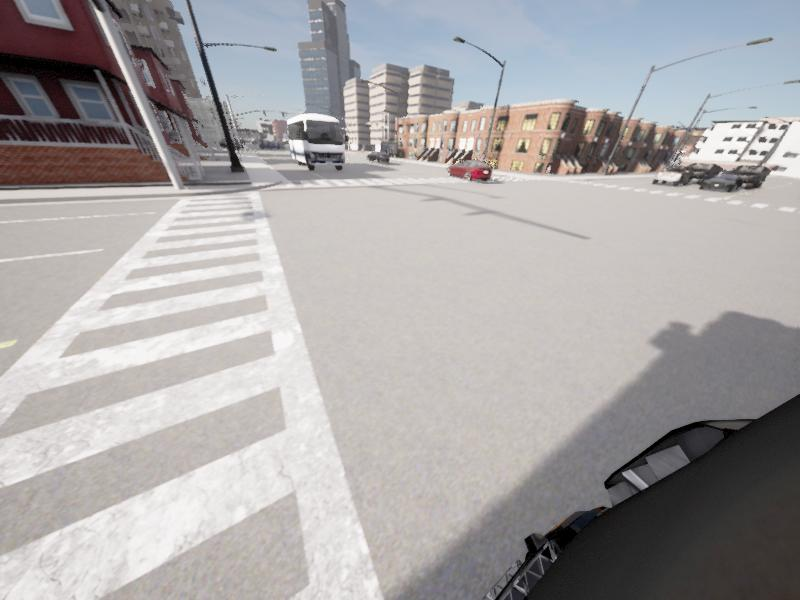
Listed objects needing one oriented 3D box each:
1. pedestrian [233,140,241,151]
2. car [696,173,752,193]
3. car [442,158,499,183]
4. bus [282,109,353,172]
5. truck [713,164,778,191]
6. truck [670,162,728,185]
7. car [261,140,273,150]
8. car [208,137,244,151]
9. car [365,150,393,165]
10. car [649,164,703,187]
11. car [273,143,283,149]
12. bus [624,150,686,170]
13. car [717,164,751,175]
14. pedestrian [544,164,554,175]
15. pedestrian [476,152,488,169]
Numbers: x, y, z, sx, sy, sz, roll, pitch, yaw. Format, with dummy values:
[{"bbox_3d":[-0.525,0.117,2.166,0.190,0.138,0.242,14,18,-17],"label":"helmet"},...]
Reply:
[{"bbox_3d":[-32.075,-30.366,45.462,0.751,1.860,0.751,-12,36,-22],"label":"pedestrian"},{"bbox_3d":[29.931,-10.863,21.339,4.181,1.385,1.994,-16,38,-26],"label":"car"},{"bbox_3d":[5.947,-11.375,20.189,2.163,1.488,4.792,-11,36,-20],"label":"car"},{"bbox_3d":[-8.572,-15.867,23.346,3.944,4.253,10.273,-16,38,-26],"label":"bus"},{"bbox_3d":[36.619,-13.055,24.488,6.274,2.098,2.390,-16,38,-26],"label":"truck"},{"bbox_3d":[35.031,-14.838,27.054,6.274,2.098,2.390,-16,38,-26],"label":"truck"},{"bbox_3d":[-37.240,-43.375,64.599,2.150,2.045,5.566,-16,38,-26],"label":"car"},{"bbox_3d":[-36.112,-32.499,48.147,5.566,2.045,2.150,-14,37,-27],"label":"car"},{"bbox_3d":[-3.200,-20.816,33.685,2.128,1.511,4.902,-16,38,-26],"label":"car"},{"bbox_3d":[28.373,-12.864,23.774,4.605,1.855,1.932,-16,38,-26],"label":"car"},{"bbox_3d":[-37.597,-47.396,71.082,1.882,1.535,5.008,-16,38,-26],"label":"car"},{"bbox_3d":[72.177,-39.997,65.806,3.944,4.253,10.273,-15,37,-24],"label":"bus"},{"bbox_3d":[79.758,-31.163,55.240,1.905,1.878,3.866,-1,34,-6],"label":"car"},{"bbox_3d":[16.912,-14.798,26.211,0.500,1.100,0.500,1,34,-3],"label":"pedestrian"},{"bbox_3d":[10.422,-17.799,29.541,0.751,1.860,0.751,-17,38,-27],"label":"pedestrian"}]
